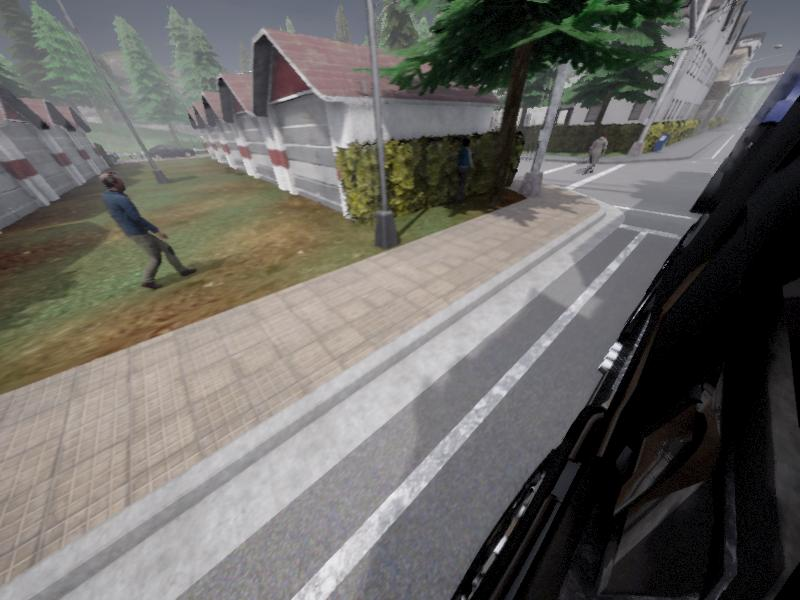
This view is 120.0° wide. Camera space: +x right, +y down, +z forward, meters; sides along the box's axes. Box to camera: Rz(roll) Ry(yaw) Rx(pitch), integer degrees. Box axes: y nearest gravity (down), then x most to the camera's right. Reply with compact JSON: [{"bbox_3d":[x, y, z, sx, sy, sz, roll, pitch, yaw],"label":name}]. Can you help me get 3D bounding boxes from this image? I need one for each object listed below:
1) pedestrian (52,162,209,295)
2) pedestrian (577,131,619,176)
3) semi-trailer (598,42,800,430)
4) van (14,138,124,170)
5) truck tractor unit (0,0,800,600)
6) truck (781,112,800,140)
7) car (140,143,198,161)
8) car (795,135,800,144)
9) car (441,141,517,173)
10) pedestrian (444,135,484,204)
[{"bbox_3d":[-4.229,-1.143,3.813,0.751,1.860,0.751,18,41,25],"label":"pedestrian"},{"bbox_3d":[10.145,-7.542,11.903,0.751,1.860,0.751,-13,38,-15],"label":"pedestrian"},{"bbox_3d":[8.720,-3.485,4.356,14.254,4.402,2.717,-27,43,-31],"label":"semi-trailer"},{"bbox_3d":[-35.759,-16.134,25.336,2.351,2.431,6.366,24,44,31],"label":"van"},{"bbox_3d":[2.645,-0.295,0.351,6.516,4.208,3.053,-28,44,-30],"label":"truck tractor unit"},{"bbox_3d":[43.943,-19.125,23.890,8.468,3.827,2.891,-28,44,-30],"label":"truck"},{"bbox_3d":[-29.690,-19.163,29.847,5.008,1.535,1.882,-28,44,-30],"label":"car"},{"bbox_3d":[37.148,-14.621,20.100,4.974,1.542,2.038,-28,44,-30],"label":"car"},{"bbox_3d":[4.961,-9.445,15.128,1.816,1.474,4.193,-28,44,-30],"label":"car"},{"bbox_3d":[2.088,-4.316,7.683,0.751,1.860,0.751,-31,45,-33],"label":"pedestrian"}]
